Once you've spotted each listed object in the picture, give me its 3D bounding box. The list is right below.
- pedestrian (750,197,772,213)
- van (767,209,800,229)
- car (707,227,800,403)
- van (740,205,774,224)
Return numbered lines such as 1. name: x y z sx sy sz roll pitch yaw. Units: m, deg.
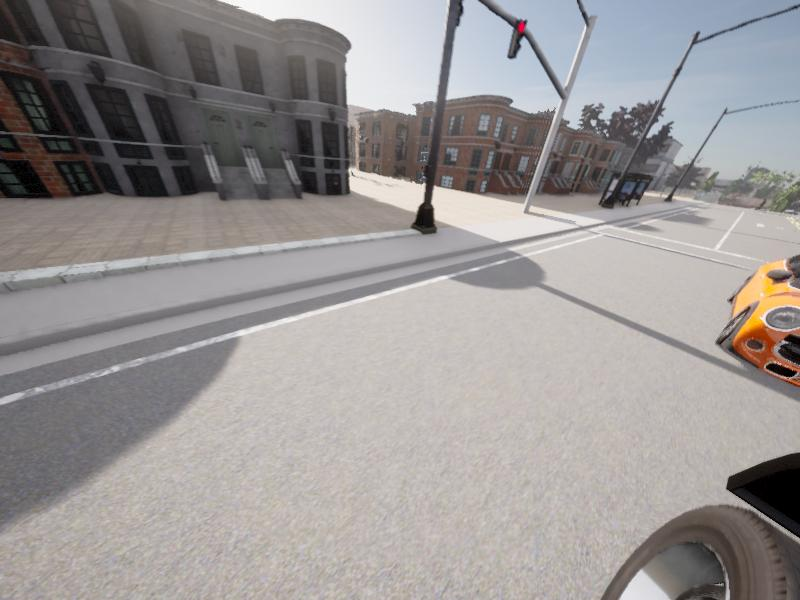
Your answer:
1. pedestrian: 48.346 -12.733 30.927 0.751 1.860 0.751 -14 36 -28
2. van: 75.633 -15.903 45.494 5.915 2.561 1.988 -6 32 -38
3. car: 7.474 0.172 3.746 4.553 1.767 2.097 -17 38 -32
4. van: 72.924 -17.418 47.343 6.366 2.431 2.351 -6 32 -38
